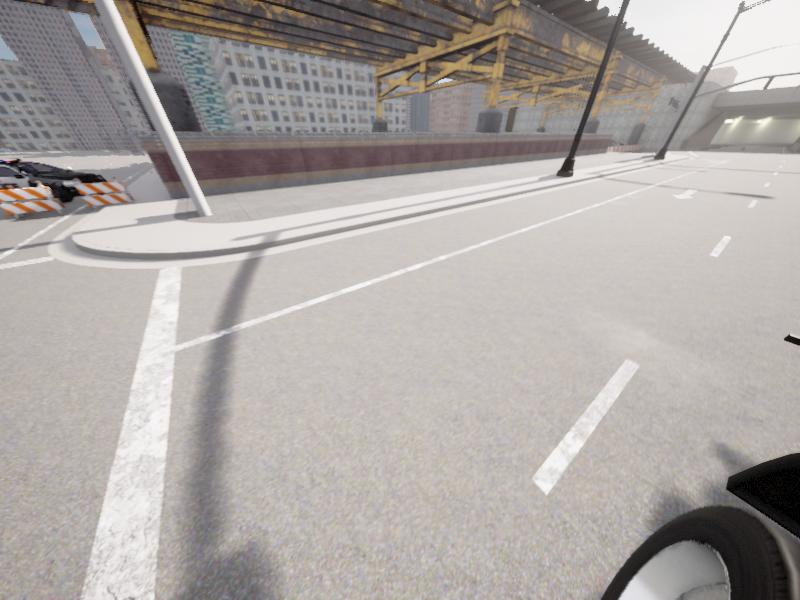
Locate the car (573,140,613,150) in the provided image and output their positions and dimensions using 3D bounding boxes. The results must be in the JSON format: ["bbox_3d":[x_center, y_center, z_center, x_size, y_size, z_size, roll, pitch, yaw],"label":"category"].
[{"bbox_3d":[31.783,-25.589,38.147,4.536,1.218,1.853,5,36,7],"label":"car"}]

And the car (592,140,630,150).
[{"bbox_3d":[39.542,-29.177,43.417,4.974,1.542,2.038,-4,35,-5],"label":"car"}]

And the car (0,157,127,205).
[{"bbox_3d":[-16.006,-5.209,10.065,4.974,1.542,2.038,-4,35,-5],"label":"car"}]

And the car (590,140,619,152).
[{"bbox_3d":[35.602,-27.007,40.386,2.038,1.542,4.974,11,37,15],"label":"car"}]

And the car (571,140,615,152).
[{"bbox_3d":[31.835,-25.457,38.231,4.974,1.542,2.038,5,36,7],"label":"car"}]

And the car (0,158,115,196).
[{"bbox_3d":[-16.059,-5.333,9.969,4.536,1.218,1.853,-4,35,-5],"label":"car"}]
